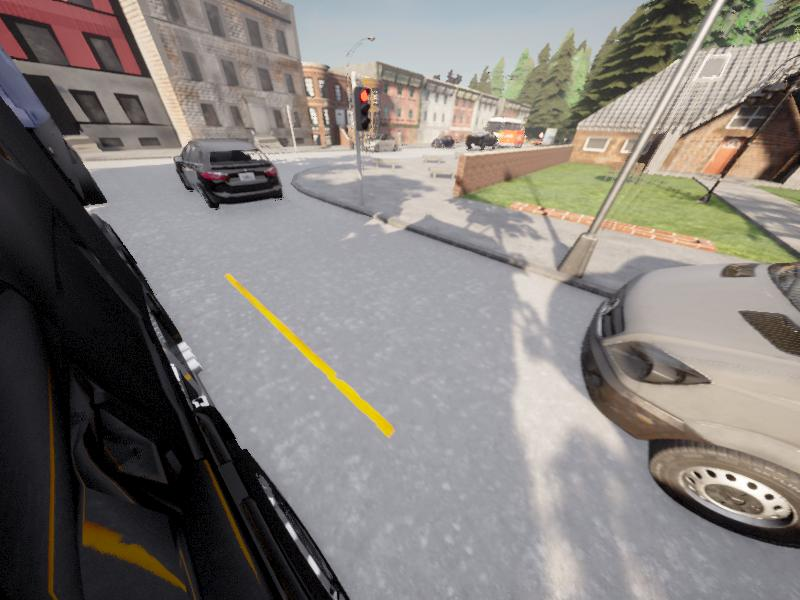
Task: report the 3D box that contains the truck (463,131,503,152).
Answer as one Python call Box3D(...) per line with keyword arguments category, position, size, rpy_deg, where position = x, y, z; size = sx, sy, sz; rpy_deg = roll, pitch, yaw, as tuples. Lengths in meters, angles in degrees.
Box3D(category="truck", position=(11.525, -21.801, 31.756), size=(2.390, 2.098, 6.274), rpy_deg=(29, 44, 30))

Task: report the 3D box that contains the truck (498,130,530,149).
Box3D(category="truck", position=(19.269, -27.070, 38.984), size=(2.627, 2.467, 5.204), rpy_deg=(29, 44, 31))

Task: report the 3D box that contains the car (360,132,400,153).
Box3D(category="car", position=(-1.995, -16.328, 23.969), size=(1.851, 1.617, 3.988), rpy_deg=(29, 44, 30))

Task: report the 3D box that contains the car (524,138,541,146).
Box3D(category="car", position=(32.753, -39.098, 57.070), size=(1.801, 1.575, 5.366), rpy_deg=(29, 44, 30))

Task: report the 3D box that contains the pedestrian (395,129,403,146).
Box3D(category="pedestrian", position=(-0.109, -22.176, 31.470), size=(0.751, 1.860, 0.751), rpy_deg=(-26, 45, -33))

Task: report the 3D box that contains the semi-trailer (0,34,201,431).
Box3D(category="semi-trailer", position=(-8.652, -3.644, 4.263), size=(14.254, 4.402, 2.717), rpy_deg=(29, 44, 30))

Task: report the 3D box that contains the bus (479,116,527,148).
Box3D(category="bus", position=(19.299, -31.316, 43.168), size=(3.944, 4.253, 10.273), rpy_deg=(29, 44, 30))

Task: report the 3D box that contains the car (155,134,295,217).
Box3D(category="car", position=(-5.947, -4.449, 7.808), size=(4.611, 1.667, 2.242), rpy_deg=(31, 45, 32))

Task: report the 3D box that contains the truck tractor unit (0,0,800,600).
Box3D(category="truck tractor unit", position=(-2.645, -0.295, 0.352), size=(6.516, 4.208, 3.053), rpy_deg=(28, 44, 30))

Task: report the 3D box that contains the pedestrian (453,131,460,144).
Box3D(category="pedestrian", position=(10.438, -30.080, 42.714), size=(0.751, 1.860, 0.751), rpy_deg=(-25, 45, -32))

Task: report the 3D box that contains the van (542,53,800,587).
Box3D(category="van", position=(4.286, 0.957, 0.551), size=(5.915, 2.561, 1.988), rpy_deg=(30, 44, 31))

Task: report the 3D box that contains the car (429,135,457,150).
Box3D(category="car", position=(5.851, -21.495, 31.447), size=(1.845, 1.501, 3.633), rpy_deg=(29, 44, 30))

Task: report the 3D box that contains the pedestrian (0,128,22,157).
Box3D(category="pedestrian", position=(-20.779, -8.419, 11.747), size=(0.751, 1.860, 0.751), rpy_deg=(30, 44, 31))
